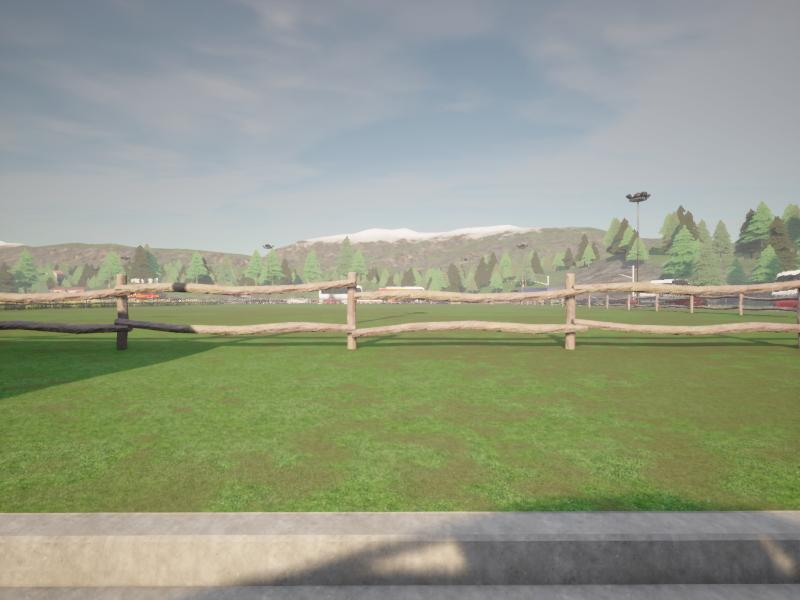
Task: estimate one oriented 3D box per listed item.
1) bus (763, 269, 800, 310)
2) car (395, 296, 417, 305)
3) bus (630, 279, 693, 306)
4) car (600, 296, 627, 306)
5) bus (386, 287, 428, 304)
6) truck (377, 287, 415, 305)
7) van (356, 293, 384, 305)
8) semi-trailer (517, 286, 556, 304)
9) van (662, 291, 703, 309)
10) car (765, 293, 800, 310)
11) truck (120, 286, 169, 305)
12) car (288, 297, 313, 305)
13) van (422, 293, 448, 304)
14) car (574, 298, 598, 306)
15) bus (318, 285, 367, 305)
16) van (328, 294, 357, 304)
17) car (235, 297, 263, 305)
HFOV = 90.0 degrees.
[{"bbox_3d":[43.708,-1.134,40.900,3.944,4.253,10.273,0,0,0],"label":"bus"},{"bbox_3d":[1.316,0.052,85.044,4.605,1.855,1.932,0,0,-1],"label":"car"},{"bbox_3d":[43.724,-1.135,67.565,3.944,4.253,10.273,0,0,0],"label":"bus"},{"bbox_3d":[36.826,0.155,69.160,2.242,1.667,4.611,0,0,-1],"label":"car"},{"bbox_3d":[1.668,-1.134,99.170,10.273,4.253,3.944,0,0,-1],"label":"bus"},{"bbox_3d":[-0.890,-0.921,88.518,8.468,3.827,2.891,0,0,-1],"label":"truck"},{"bbox_3d":[-6.367,-0.277,84.962,5.915,2.561,1.988,0,0,-1],"label":"van"},{"bbox_3d":[35.749,-1.220,105.726,2.717,4.402,14.254,0,0,-13],"label":"semi-trailer"},{"bbox_3d":[33.333,-0.003,47.393,1.775,1.987,4.442,0,0,0],"label":"van"},{"bbox_3d":[40.323,0.157,40.634,2.242,1.667,4.611,0,0,0],"label":"car"},{"bbox_3d":[-53.825,-0.925,84.480,8.468,3.827,2.891,0,0,-1],"label":"truck"},{"bbox_3d":[-21.094,0.154,84.819,4.611,1.667,2.242,0,0,-1],"label":"car"},{"bbox_3d":[8.074,-0.278,92.113,5.915,2.561,1.988,0,0,0],"label":"van"},{"bbox_3d":[29.852,0.307,64.325,1.994,1.385,4.181,0,0,0],"label":"car"},{"bbox_3d":[-12.581,-1.134,88.525,10.273,4.253,3.944,0,0,-1],"label":"bus"},{"bbox_3d":[-13.197,-0.222,91.895,6.366,2.431,2.351,0,0,-1],"label":"van"},{"bbox_3d":[-31.880,0.171,84.708,5.238,1.638,1.930,0,0,-1],"label":"car"}]
